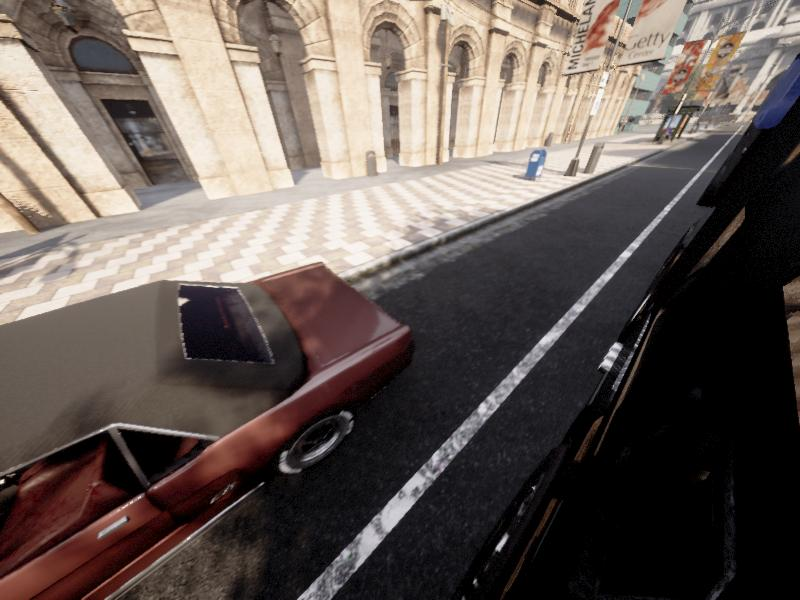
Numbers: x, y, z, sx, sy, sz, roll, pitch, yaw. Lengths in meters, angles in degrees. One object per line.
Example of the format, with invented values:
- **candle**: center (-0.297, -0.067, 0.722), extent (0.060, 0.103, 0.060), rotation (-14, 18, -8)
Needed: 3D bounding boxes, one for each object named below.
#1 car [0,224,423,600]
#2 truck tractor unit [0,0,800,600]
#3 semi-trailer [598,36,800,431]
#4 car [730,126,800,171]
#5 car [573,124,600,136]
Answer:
- **car**: center (-2.229, 0.961, 1.425), extent (4.718, 1.301, 1.895), rotation (-28, 43, -30)
- **truck tractor unit**: center (2.645, -0.295, 0.351), extent (6.516, 4.208, 3.053), rotation (-28, 44, -30)
- **semi-trailer**: center (8.702, -3.587, 4.246), extent (14.254, 4.402, 2.717), rotation (-28, 43, -30)
- **car**: center (19.048, -7.849, 11.808), extent (4.892, 1.490, 1.837), rotation (-28, 43, -30)
- **car**: center (33.434, -30.483, 41.391), extent (4.786, 1.482, 2.161), rotation (-28, 43, -30)
